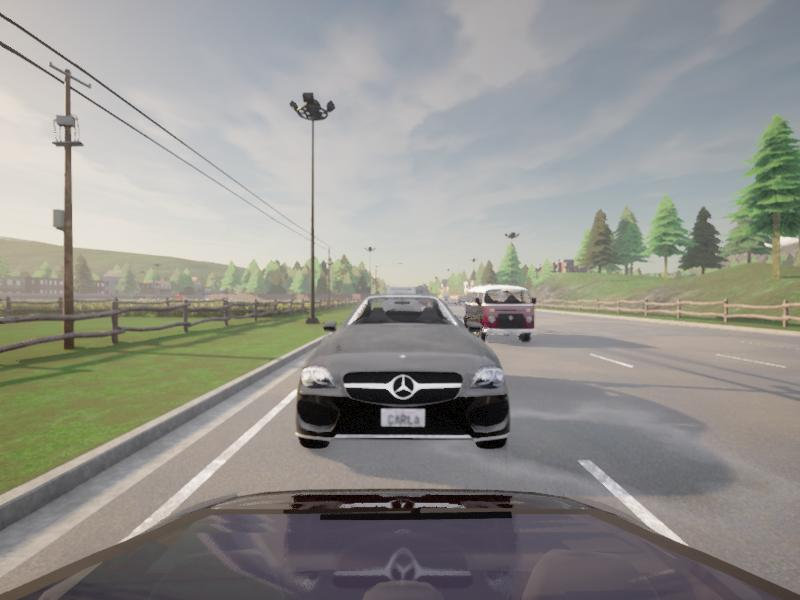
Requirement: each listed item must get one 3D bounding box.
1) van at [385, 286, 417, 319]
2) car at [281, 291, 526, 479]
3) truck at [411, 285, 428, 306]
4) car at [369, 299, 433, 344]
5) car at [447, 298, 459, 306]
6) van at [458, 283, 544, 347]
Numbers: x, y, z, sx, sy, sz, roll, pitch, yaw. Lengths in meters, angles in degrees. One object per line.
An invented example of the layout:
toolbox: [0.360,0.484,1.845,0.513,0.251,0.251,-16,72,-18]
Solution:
van: [0.080,0.147,32.286,2.351,2.431,6.366,0,1,0]
car: [0.031,0.724,6.028,2.152,1.651,5.027,0,0,0]
truck: [3.664,-0.843,76.265,2.891,3.827,8.468,0,0,0]
car: [0.047,0.729,15.907,2.163,1.488,4.792,0,0,0]
car: [10.677,0.358,81.331,1.970,1.475,3.806,0,0,0]
van: [3.544,0.463,14.966,2.069,2.038,4.480,0,0,0]
